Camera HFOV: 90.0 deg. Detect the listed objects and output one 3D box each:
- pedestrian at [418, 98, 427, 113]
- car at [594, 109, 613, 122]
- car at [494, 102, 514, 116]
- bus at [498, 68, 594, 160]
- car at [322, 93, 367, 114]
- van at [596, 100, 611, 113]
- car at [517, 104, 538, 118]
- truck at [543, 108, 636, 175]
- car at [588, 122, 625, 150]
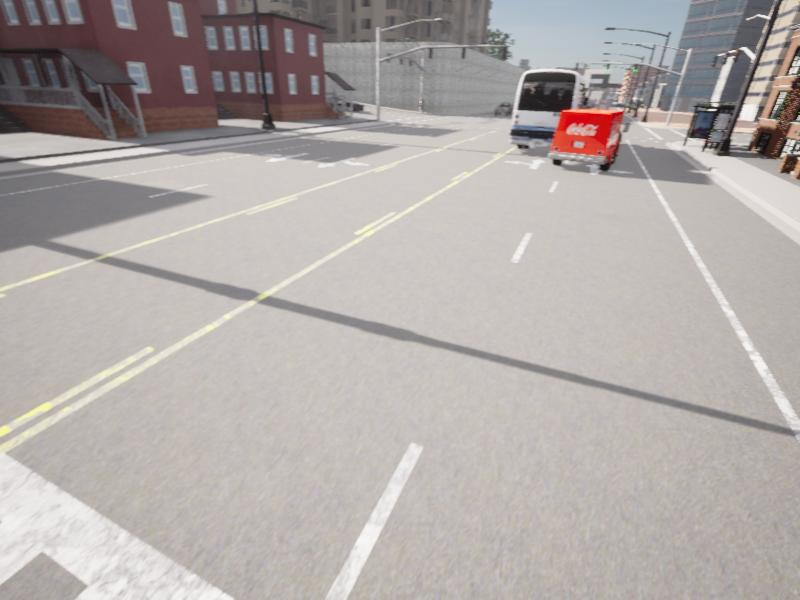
[{"bbox_3d":[3.093,-26.865,55.241,0.751,1.860,0.751,19,32,29],"label":"pedestrian"},{"bbox_3d":[28.845,-26.166,56.637,2.007,1.525,4.514,13,30,20],"label":"car"},{"bbox_3d":[15.930,-29.213,61.122,1.932,1.855,4.605,13,30,20],"label":"car"},{"bbox_3d":[9.591,-12.045,25.475,3.944,4.253,10.273,13,30,20],"label":"bus"},{"bbox_3d":[-6.912,-24.392,49.520,5.238,1.638,1.930,18,31,18],"label":"car"},{"bbox_3d":[45.651,-43.533,89.761,2.351,2.431,6.366,13,30,20],"label":"van"},{"bbox_3d":[19.197,-28.436,60.106,2.033,1.649,4.856,13,30,20],"label":"car"},{"bbox_3d":[9.232,-7.798,19.266,2.627,2.467,5.204,19,32,29],"label":"truck"},{"bbox_3d":[14.413,-11.538,28.001,1.895,1.301,4.718,13,30,20],"label":"car"}]
